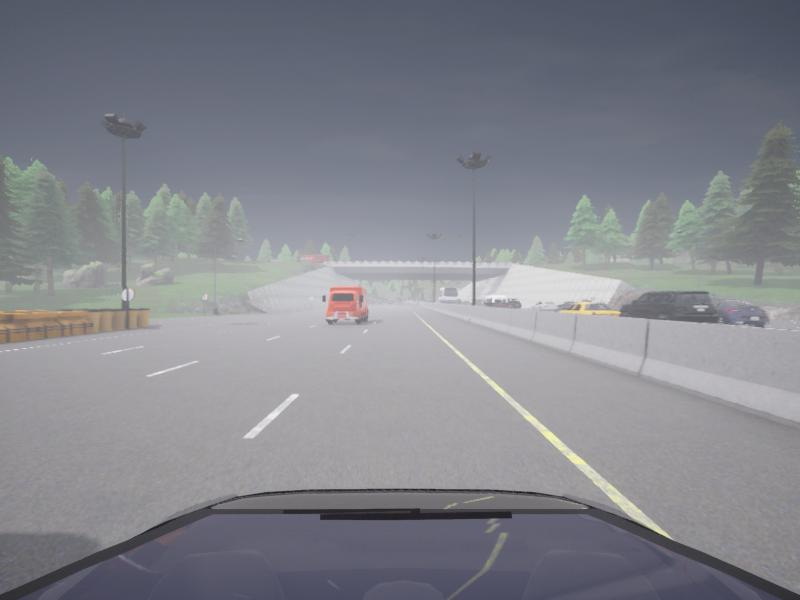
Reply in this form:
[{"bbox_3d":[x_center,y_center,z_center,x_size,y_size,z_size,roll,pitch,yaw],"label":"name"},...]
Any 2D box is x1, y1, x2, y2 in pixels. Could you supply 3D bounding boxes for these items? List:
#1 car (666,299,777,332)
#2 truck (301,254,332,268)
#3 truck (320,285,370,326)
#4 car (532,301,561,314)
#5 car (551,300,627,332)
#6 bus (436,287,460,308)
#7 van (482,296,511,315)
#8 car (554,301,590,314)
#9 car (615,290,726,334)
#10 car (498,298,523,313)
[{"bbox_3d":[17.499,0.778,22.224,2.152,1.651,5.027,0,0,0],"label":"car"},{"bbox_3d":[-24.273,-11.333,116.077,8.468,3.827,2.891,0,0,0],"label":"truck"},{"bbox_3d":[-3.498,0.355,26.677,2.627,2.467,5.204,0,0,0],"label":"truck"},{"bbox_3d":[17.499,0.866,48.128,1.812,1.442,4.674,0,0,0],"label":"car"},{"bbox_3d":[10.500,0.800,22.743,1.801,1.575,5.366,0,0,0],"label":"car"},{"bbox_3d":[10.376,-0.545,87.545,3.944,4.253,10.273,0,0,0],"label":"bus"},{"bbox_3d":[10.501,0.568,43.922,2.069,2.038,4.480,0,0,0],"label":"van"},{"bbox_3d":[21.000,0.891,49.067,2.033,1.411,5.357,0,0,0],"label":"car"},{"bbox_3d":[14.000,0.566,21.274,2.150,2.045,5.566,0,0,0],"label":"car"},{"bbox_3d":[13.999,0.652,50.932,1.932,1.855,4.605,0,1,0],"label":"car"}]
